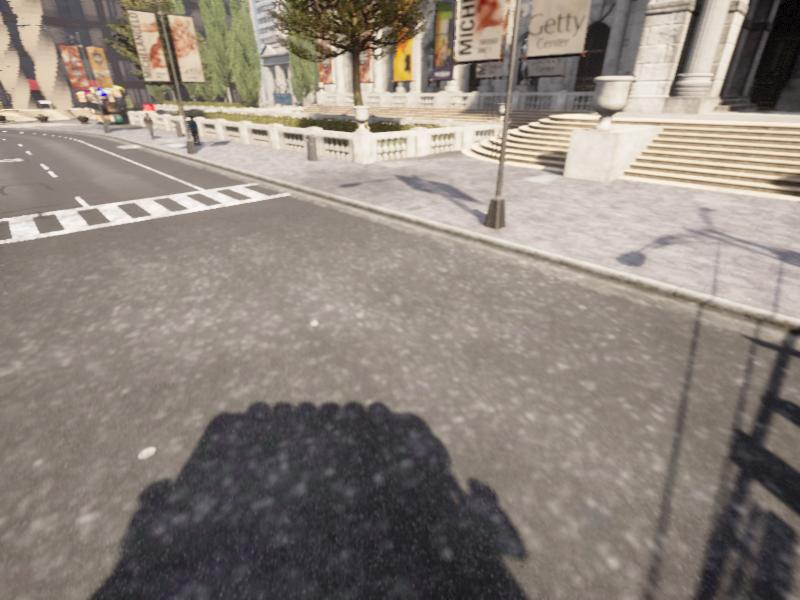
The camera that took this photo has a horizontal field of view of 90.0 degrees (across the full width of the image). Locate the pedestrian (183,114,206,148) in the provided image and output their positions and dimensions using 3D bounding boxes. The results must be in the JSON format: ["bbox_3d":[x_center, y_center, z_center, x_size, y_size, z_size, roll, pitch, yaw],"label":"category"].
[{"bbox_3d":[-12.816,-10.574,25.002,0.751,1.860,0.751,-20,33,-33],"label":"pedestrian"}]

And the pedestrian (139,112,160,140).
[{"bbox_3d":[-18.248,-12.682,29.154,0.751,1.860,0.751,-24,35,-38],"label":"pedestrian"}]
